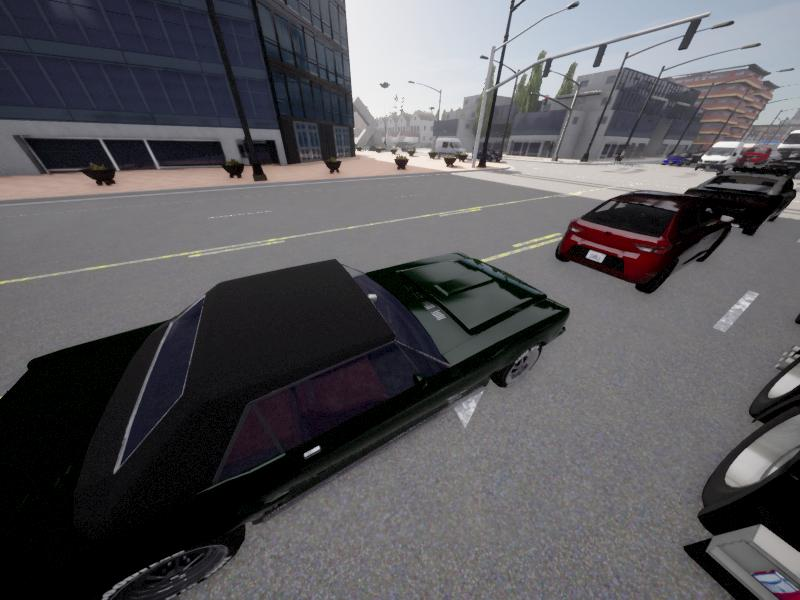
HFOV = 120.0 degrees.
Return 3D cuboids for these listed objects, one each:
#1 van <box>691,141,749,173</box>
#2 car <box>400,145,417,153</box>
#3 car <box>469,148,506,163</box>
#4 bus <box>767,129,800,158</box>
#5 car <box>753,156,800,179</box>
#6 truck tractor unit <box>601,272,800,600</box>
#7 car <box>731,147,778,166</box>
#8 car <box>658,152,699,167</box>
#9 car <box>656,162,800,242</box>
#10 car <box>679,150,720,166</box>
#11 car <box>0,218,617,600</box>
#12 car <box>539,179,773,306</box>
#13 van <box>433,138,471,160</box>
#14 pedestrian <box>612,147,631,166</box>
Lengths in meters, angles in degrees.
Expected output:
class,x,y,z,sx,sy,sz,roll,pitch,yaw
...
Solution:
class,x,y,z,sx,sy,sz,roll,pitch,yaw
van,33.531,-15.040,24.205,5.915,2.561,1.988,-20,40,-28
car,1.896,-34.281,52.332,2.033,1.411,5.357,-10,36,-15
car,11.385,-18.976,30.232,1.816,1.474,4.193,-17,38,-24
bus,75.086,-29.257,43.283,10.273,4.253,3.944,-18,39,-24
car,33.966,-11.326,19.693,5.008,1.535,1.882,-5,35,-9
truck tractor unit,5.123,-0.289,0.764,6.516,4.208,3.053,-18,39,-24
car,49.286,-20.002,32.123,5.566,2.045,2.150,-18,39,-24
car,34.587,-17.460,28.672,4.193,1.474,1.816,-17,38,-24
car,11.383,-3.491,7.706,5.238,1.638,1.930,-18,39,-24
car,41.109,-19.552,31.710,5.238,1.638,1.930,-17,38,-24
car,-0.485,0.414,2.264,4.718,1.301,1.895,-18,39,-24
car,5.385,-1.535,4.957,4.193,1.474,1.816,-18,39,-24
van,7.764,-23.165,35.289,1.988,2.561,5.915,-17,38,-24
pedestrian,26.069,-16.871,27.218,0.751,1.860,0.751,17,38,22
